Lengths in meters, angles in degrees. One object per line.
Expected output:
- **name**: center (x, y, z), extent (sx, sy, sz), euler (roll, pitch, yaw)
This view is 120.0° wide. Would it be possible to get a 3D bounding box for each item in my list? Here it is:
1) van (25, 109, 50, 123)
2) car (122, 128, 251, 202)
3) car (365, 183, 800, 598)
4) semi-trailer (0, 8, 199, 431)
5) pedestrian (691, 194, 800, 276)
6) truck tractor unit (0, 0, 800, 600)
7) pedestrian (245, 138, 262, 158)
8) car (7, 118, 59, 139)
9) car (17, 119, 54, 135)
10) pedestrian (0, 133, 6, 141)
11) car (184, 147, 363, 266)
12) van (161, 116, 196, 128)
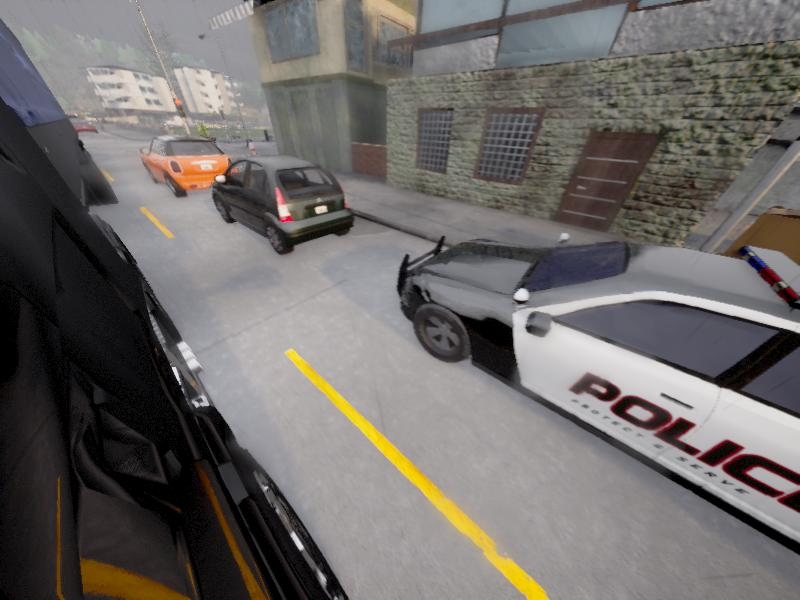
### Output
- **van**: center (-89.329, -45.418, 56.989), extent (6.366, 2.431, 2.351), euler (28, 43, 30)
- **car**: center (-8.036, -5.257, 8.711), extent (4.553, 1.767, 2.097), euler (28, 44, 30)
- **car**: center (2.185, 0.258, 2.172), extent (4.974, 1.542, 2.038), euler (28, 43, 30)
- **semi-trailer**: center (-8.538, -3.700, 4.392), extent (14.254, 4.402, 2.717), euler (30, 45, 32)
- **pedestrian**: center (6.845, -1.237, 4.442), extent (0.751, 1.300, 0.751), euler (3, 37, 0)
- **truck tractor unit**: center (-2.645, -0.295, 0.351), extent (6.516, 4.208, 3.053), euler (28, 44, 30)
- **pedestrian**: center (-10.210, -10.580, 16.080), extent (0.500, 1.100, 0.500), euler (16, 39, 17)
- **car**: center (-36.472, -17.102, 23.069), extent (4.902, 1.511, 2.128), euler (28, 43, 30)
- **car**: center (-43.333, -20.615, 27.533), extent (4.718, 1.301, 1.895), euler (28, 44, 30)
- **pedestrian**: center (-33.384, -13.948, 18.523), extent (0.751, 1.860, 0.751), euler (-20, 42, -27)
- **car**: center (-2.989, -2.513, 5.501), extent (3.988, 1.617, 1.851), euler (28, 43, 30)
- **van**: center (-62.672, -50.590, 65.575), extent (2.351, 2.431, 6.366), euler (28, 44, 30)
